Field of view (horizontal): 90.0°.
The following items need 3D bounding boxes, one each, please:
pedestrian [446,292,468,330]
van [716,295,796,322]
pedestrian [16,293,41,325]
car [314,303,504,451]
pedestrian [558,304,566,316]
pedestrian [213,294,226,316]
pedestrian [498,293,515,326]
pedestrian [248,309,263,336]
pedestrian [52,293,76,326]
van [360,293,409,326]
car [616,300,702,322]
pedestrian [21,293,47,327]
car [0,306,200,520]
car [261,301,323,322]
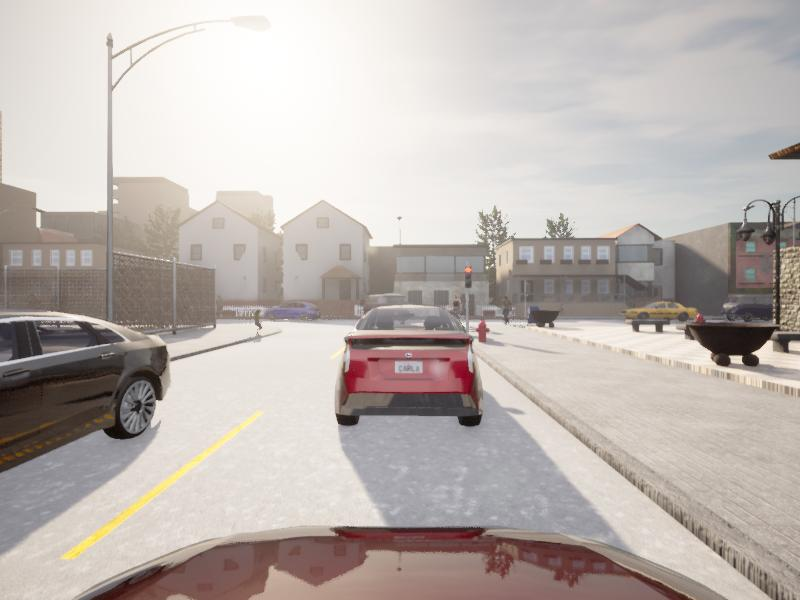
[{"bbox_3d":[2.834,0.530,19.970,0.751,1.860,0.751,0,0,-33],"label":"pedestrian"},{"bbox_3d":[26.668,0.598,30.054,4.442,1.987,1.775,0,0,1],"label":"van"},{"bbox_3d":[-21.954,0.534,23.638,0.751,1.860,0.751,0,0,2],"label":"pedestrian"},{"bbox_3d":[0.137,0.828,6.489,2.007,1.525,4.514,0,0,1],"label":"car"},{"bbox_3d":[14.599,0.913,36.003,0.500,1.100,0.500,0,0,1],"label":"pedestrian"},{"bbox_3d":[-15.044,0.412,33.361,0.751,1.860,0.751,0,0,6],"label":"pedestrian"},{"bbox_3d":[6.047,0.524,22.708,0.751,1.860,0.751,0,0,38],"label":"pedestrian"},{"bbox_3d":[-5.966,0.914,16.542,0.500,1.100,0.500,0,0,-32],"label":"pedestrian"},{"bbox_3d":[-19.086,0.534,22.746,0.751,1.860,0.751,0,0,3],"label":"pedestrian"},{"bbox_3d":[-1.134,0.597,26.726,1.775,1.987,4.442,0,0,-24],"label":"van"},{"bbox_3d":[19.519,0.801,30.291,5.366,1.575,1.801,0,0,0],"label":"car"},{"bbox_3d":[-20.308,0.534,22.187,0.751,1.860,0.751,0,0,3],"label":"pedestrian"},{"bbox_3d":[-3.953,0.836,3.264,2.128,1.511,4.902,0,0,1],"label":"car"},{"bbox_3d":[-8.225,0.854,30.500,4.193,1.474,1.816,0,0,11],"label":"car"}]
